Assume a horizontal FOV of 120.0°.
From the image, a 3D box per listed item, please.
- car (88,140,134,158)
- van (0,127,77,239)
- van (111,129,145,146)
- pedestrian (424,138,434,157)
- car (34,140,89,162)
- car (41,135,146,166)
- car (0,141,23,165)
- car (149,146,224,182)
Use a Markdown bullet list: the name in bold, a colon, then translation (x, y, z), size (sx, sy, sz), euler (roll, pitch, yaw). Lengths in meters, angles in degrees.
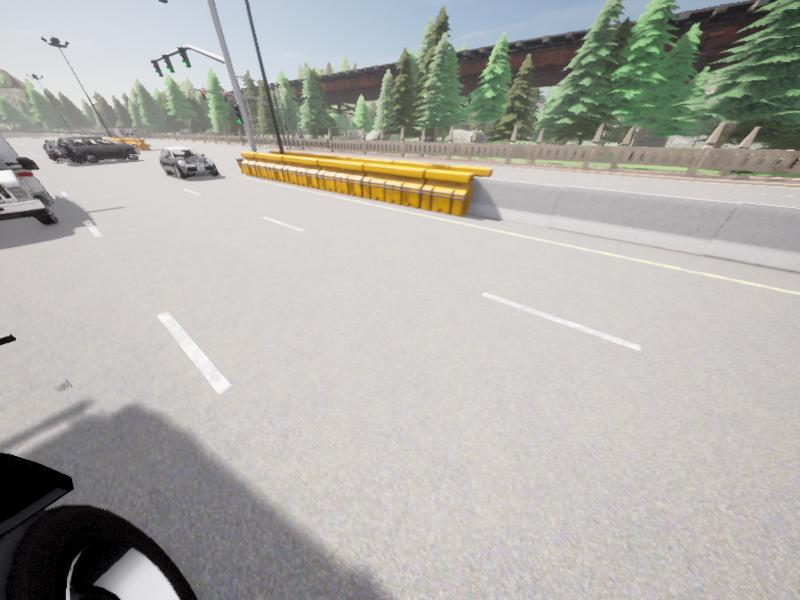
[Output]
- **car**: translation (-30.327, -15.904, 24.223), size (4.181, 1.385, 1.994), euler (23, 41, 27)
- **van**: translation (-12.421, -3.646, 6.578), size (6.366, 2.431, 2.351), euler (23, 41, 28)
- **van**: translation (-50.946, -30.496, 43.244), size (6.366, 2.431, 2.351), euler (24, 41, 28)
- **pedestrian**: translation (3.331, -17.534, 26.573), size (0.751, 1.860, 0.751), euler (24, 41, 29)
- **car**: translation (-30.475, -13.468, 20.789), size (5.357, 1.411, 2.033), euler (24, 41, 28)
- **car**: translation (-24.894, -12.475, 19.120), size (1.932, 1.855, 4.605), euler (9, 37, 10)
- **car**: translation (-31.708, -11.471, 17.988), size (4.181, 1.385, 1.994), euler (24, 41, 29)
- **car**: translation (-12.719, -8.214, 13.785), size (3.806, 1.475, 1.970), euler (24, 41, 28)
